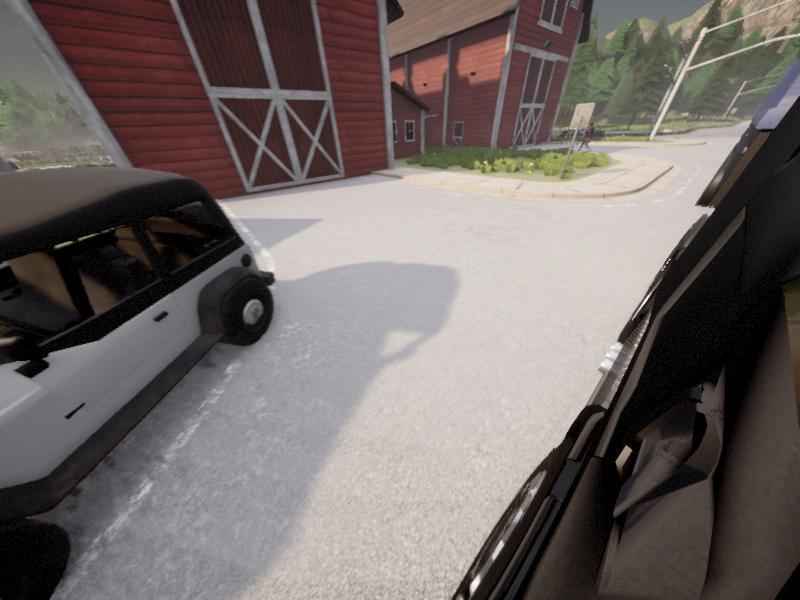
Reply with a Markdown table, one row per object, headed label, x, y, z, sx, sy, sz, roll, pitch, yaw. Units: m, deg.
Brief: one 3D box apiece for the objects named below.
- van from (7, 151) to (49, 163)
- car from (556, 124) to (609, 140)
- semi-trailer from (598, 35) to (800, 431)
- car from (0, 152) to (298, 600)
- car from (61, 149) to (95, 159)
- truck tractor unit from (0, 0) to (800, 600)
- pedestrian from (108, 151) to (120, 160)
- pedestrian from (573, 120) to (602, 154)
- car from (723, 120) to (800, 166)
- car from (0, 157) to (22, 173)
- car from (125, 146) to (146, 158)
| label | x | y | z | sx | sy | sz | roll | pitch | yaw |
| --- | --- | --- | --- | --- | --- | --- | --- | --- | --- |
| van | -87.383 | -33.707 | 54.356 | 4.480 | 2.038 | 2.069 | -24 | 41 | -26 |
| car | 25.271 | -23.300 | 32.165 | 1.930 | 1.638 | 5.238 | -28 | 43 | -29 |
| semi-trailer | 8.696 | -3.583 | 4.265 | 14.254 | 4.402 | 2.717 | -28 | 43 | -30 |
| car | -2.823 | 0.274 | 1.785 | 1.905 | 1.878 | 3.866 | 7 | 39 | 4 |
| car | -81.181 | -36.891 | 58.343 | 4.605 | 1.855 | 1.932 | -28 | 43 | -29 |
| truck tractor unit | 2.645 | -0.295 | 0.351 | 6.516 | 4.208 | 3.053 | -28 | 44 | -30 |
| pedestrian | -51.217 | -25.890 | 41.380 | 0.751 | 1.300 | 0.751 | -25 | 42 | -26 |
| pedestrian | 12.955 | -11.223 | 15.985 | 0.751 | 1.860 | 0.751 | -23 | 41 | -25 |
| car | 20.173 | -8.664 | 12.616 | 4.611 | 1.667 | 2.242 | -29 | 44 | -30 |
| car | -57.125 | -19.146 | 32.778 | 2.242 | 1.667 | 4.611 | -28 | 43 | -30 |
| car | -54.889 | -30.736 | 48.036 | 1.932 | 1.855 | 4.605 | -28 | 43 | -30 |
